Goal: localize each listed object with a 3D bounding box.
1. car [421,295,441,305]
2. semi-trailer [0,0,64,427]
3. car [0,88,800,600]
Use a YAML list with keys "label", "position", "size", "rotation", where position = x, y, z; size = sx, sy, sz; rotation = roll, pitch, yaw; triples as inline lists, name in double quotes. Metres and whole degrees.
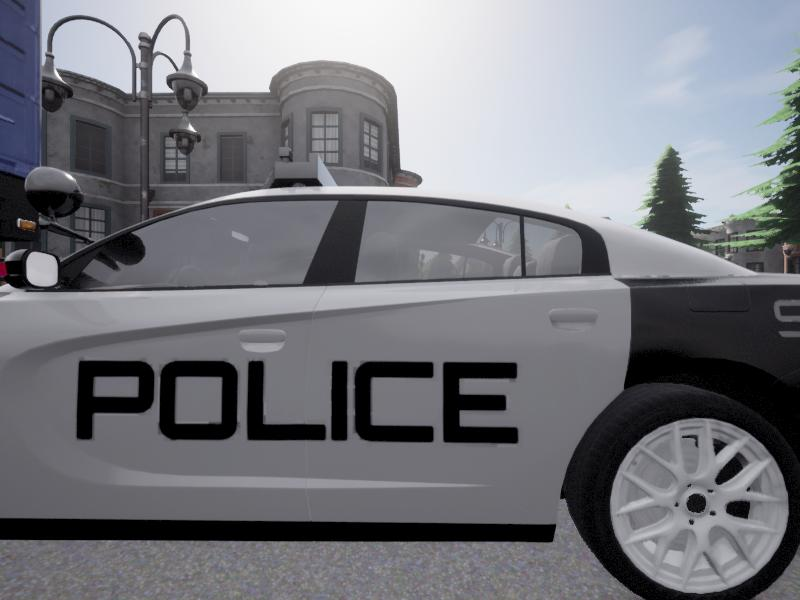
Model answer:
- label: "car"
  position: [6.451, -0.067, 83.841]
  size: [2.150, 2.045, 5.566]
  rotation: [0, 0, -19]
- label: "semi-trailer"
  position: [-10.203, -1.218, 2.399]
  size: [14.254, 4.402, 2.717]
  rotation: [0, 0, 1]
- label: "car"
  position: [-0.593, 0.180, 2.207]
  size: [5.238, 1.638, 1.930]
  rotation: [0, 0, 1]
